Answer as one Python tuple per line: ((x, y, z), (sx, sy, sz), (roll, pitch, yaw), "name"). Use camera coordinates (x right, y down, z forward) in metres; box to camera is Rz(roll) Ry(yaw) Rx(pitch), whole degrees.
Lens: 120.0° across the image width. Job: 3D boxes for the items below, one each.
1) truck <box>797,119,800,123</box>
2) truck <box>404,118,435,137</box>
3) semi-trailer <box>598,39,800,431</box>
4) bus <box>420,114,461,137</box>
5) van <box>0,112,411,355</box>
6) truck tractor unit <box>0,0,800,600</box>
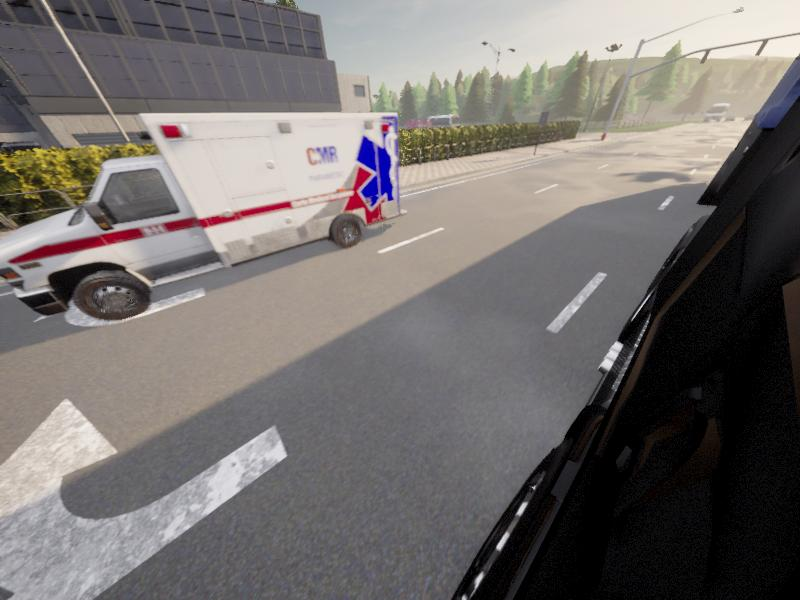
((80.052, -35.659, 44.347), (5.204, 2.467, 2.627), (-29, 44, -31), "truck")
((5.036, -45.512, 61.158), (2.891, 3.827, 8.468), (-28, 44, -30), "truck")
((8.703, -3.597, 4.231), (14.254, 4.402, 2.717), (-28, 44, -30), "semi-trailer")
((10.251, -45.253, 60.123), (3.944, 4.253, 10.273), (-28, 44, -30), "bus")
((-2.923, -2.082, 4.599), (6.366, 2.431, 2.351), (-28, 44, -30), "van")
((2.645, -0.295, 0.352), (6.516, 4.208, 3.053), (-28, 44, -30), "truck tractor unit")
